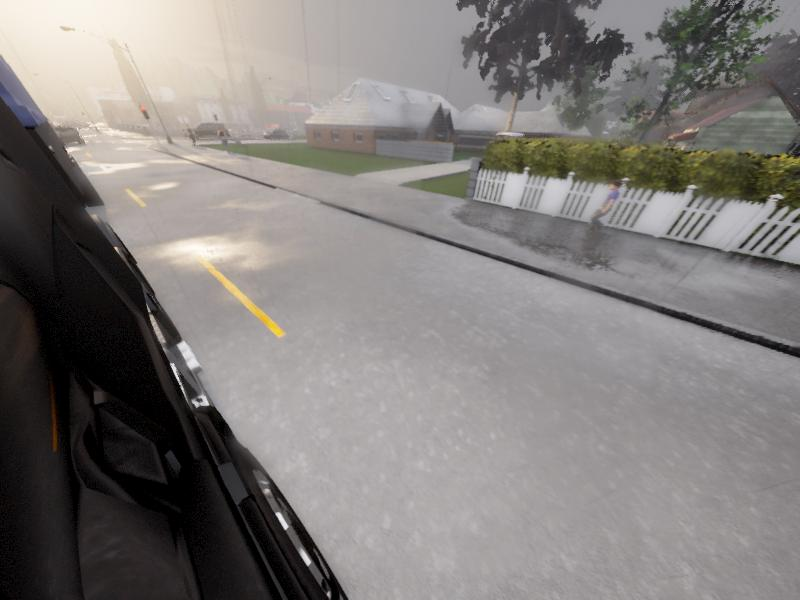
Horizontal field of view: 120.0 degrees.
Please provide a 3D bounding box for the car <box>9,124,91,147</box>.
[{"bbox_3d":[-31.061,-14.830,20.778,2.007,1.525,4.514,-14,39,-20],"label":"car"}]

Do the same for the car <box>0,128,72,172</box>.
[{"bbox_3d":[-19.228,-7.914,12.024,5.008,1.535,1.882,28,43,31],"label":"car"}]

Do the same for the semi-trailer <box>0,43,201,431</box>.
[{"bbox_3d":[-8.707,-3.570,4.263,14.254,4.402,2.717,28,43,30],"label":"semi-trailer"}]

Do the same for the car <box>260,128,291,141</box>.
[{"bbox_3d":[-21.061,-28.121,39.221,1.851,1.617,3.988,28,43,30],"label":"car"}]

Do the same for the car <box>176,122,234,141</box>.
[{"bbox_3d":[-27.511,-23.900,32.803,2.150,2.045,5.566,28,43,30],"label":"car"}]

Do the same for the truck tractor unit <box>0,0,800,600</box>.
[{"bbox_3d":[-2.645,-0.295,0.351,6.516,4.208,3.053,28,44,30],"label":"truck tractor unit"}]

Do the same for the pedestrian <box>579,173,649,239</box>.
[{"bbox_3d":[5.275,-2.355,5.762,0.751,1.300,0.751,28,44,31],"label":"pedestrian"}]

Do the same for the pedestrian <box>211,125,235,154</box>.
[{"bbox_3d":[-13.860,-12.595,18.154,0.751,1.860,0.751,28,44,31],"label":"pedestrian"}]

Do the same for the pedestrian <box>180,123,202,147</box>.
[{"bbox_3d":[-20.130,-15.892,22.289,0.751,1.860,0.751,28,44,31],"label":"pedestrian"}]

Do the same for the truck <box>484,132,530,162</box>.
[{"bbox_3d":[9.775,-14.001,21.029,2.069,2.038,4.478,28,43,30],"label":"truck"}]
